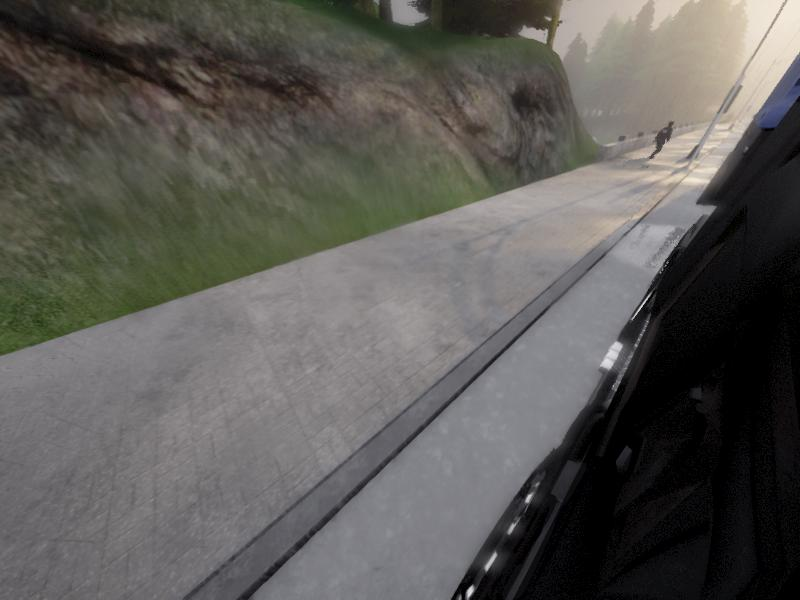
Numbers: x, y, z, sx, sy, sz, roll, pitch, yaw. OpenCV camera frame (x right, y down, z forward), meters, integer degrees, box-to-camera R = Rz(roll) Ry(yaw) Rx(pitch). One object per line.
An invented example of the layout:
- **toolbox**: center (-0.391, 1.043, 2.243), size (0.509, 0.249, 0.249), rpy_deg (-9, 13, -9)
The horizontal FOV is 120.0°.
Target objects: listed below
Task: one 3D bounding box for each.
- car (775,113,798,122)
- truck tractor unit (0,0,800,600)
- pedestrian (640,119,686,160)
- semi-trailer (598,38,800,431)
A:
- **car**: center (91.725, -43.420, 54.873), size (4.974, 1.542, 2.038), rpy_deg (-28, 43, -30)
- **truck tractor unit**: center (2.645, -0.295, 0.351), size (6.516, 4.208, 3.053), rpy_deg (-28, 44, -30)
- **pedestrian**: center (15.017, -9.153, 13.241), size (0.751, 1.860, 0.751), rpy_deg (-11, 37, -11)
- **semi-trailer**: center (8.698, -3.596, 4.242), size (14.254, 4.402, 2.717), rpy_deg (-28, 43, -30)
